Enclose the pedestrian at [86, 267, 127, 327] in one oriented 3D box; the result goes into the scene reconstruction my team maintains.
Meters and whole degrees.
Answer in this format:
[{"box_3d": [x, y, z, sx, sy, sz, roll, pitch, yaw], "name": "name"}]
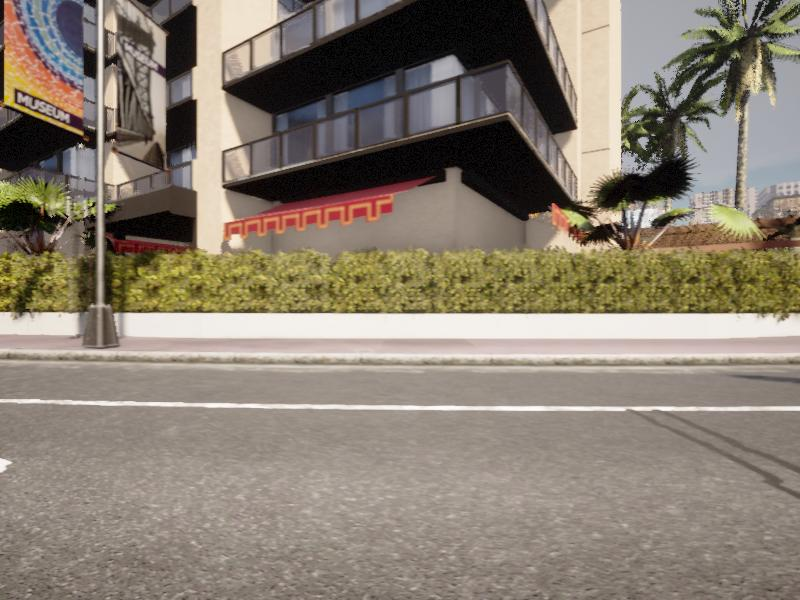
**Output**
[{"box_3d": [-9.378, -0.101, 12.794, 0.751, 1.860, 0.751, 0, 0, 16], "name": "pedestrian"}]
